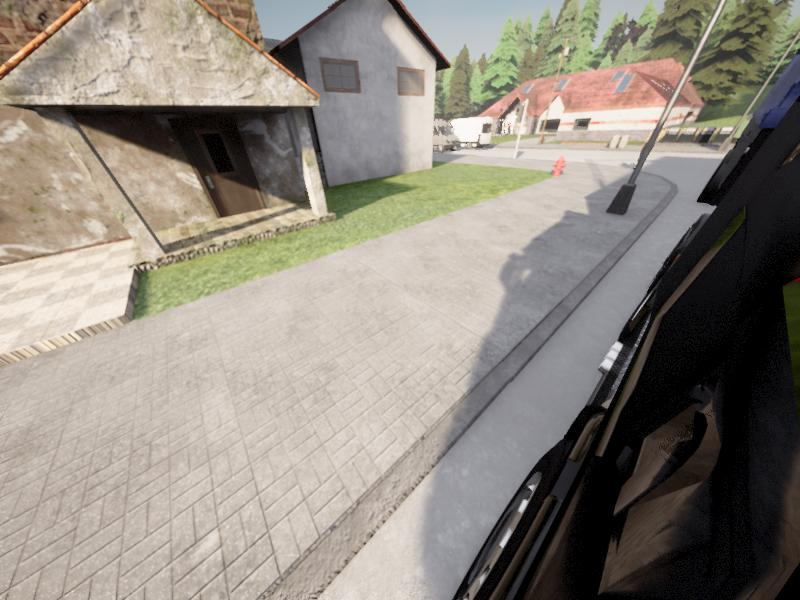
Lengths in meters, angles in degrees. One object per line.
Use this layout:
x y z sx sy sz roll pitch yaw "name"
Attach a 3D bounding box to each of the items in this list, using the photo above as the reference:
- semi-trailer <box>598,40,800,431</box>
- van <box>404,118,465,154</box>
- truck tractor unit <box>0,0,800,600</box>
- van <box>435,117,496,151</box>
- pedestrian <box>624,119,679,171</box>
8.674 -3.634 4.234 14.254 4.402 2.717 -29 44 -30 "semi-trailer"
3.155 -16.034 22.657 1.988 2.561 5.915 -29 44 -30 "van"
2.645 -0.295 0.351 6.516 4.208 3.053 -28 44 -30 "truck tractor unit"
6.570 -17.374 24.212 1.988 2.561 5.915 -27 43 -29 "van"
11.039 -6.830 10.245 0.751 1.860 0.751 9 39 15 "pedestrian"
